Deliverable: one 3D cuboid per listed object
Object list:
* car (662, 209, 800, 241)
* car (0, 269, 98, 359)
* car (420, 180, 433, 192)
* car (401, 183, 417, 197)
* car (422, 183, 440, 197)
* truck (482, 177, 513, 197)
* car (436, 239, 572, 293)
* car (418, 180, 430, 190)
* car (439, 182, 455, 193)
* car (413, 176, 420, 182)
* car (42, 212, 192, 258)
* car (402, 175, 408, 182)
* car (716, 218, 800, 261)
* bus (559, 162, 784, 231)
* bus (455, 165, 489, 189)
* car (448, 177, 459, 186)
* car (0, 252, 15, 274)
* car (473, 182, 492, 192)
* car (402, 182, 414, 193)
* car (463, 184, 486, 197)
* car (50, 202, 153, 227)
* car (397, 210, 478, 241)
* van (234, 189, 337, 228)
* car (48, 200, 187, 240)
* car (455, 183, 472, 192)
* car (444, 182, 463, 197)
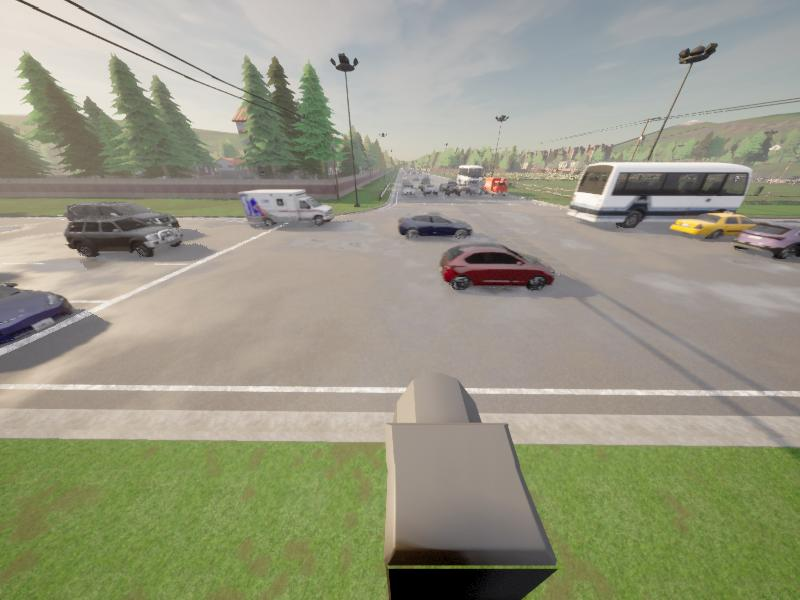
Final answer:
[{"bbox_3d":[20.847,-4.831,14.792,5.366,1.575,1.801,0,30,1],"label":"car"},{"bbox_3d":[-11.982,0.284,6.033,4.792,1.488,2.163,0,30,1],"label":"car"},{"bbox_3d":[4.840,-21.046,42.568,1.905,1.878,3.866,0,30,0],"label":"car"},{"bbox_3d":[1.309,-17.328,36.348,2.242,1.667,4.611,0,30,0],"label":"car"},{"bbox_3d":[4.803,-17.535,36.755,2.152,1.651,5.027,0,30,0],"label":"car"},{"bbox_3d":[15.314,-17.992,36.694,2.627,2.467,5.204,0,30,0],"label":"truck"},{"bbox_3d":[3.667,-1.378,8.918,4.193,1.474,1.816,0,30,1],"label":"car"},{"bbox_3d":[4.868,-24.178,48.353,2.038,1.542,4.974,0,30,0],"label":"car"},{"bbox_3d":[8.336,-20.342,41.702,1.882,1.535,5.008,0,30,0],"label":"car"},{"bbox_3d":[4.969,-36.473,69.810,1.994,1.385,4.181,0,30,0],"label":"car"},{"bbox_3d":[-14.309,-3.401,12.016,4.605,1.855,1.932,1,30,0],"label":"car"},{"bbox_3d":[1.481,-38.052,72.334,1.801,1.575,5.366,0,30,0],"label":"car"},{"bbox_3d":[20.270,-3.103,11.753,4.856,1.649,2.033,0,30,1],"label":"car"},{"bbox_3d":[18.937,-7.807,17.277,10.273,4.253,3.944,0,30,1],"label":"bus"},{"bbox_3d":[15.524,-27.360,51.123,3.944,4.253,10.273,1,30,0],"label":"bus"},{"bbox_3d":[13.438,-29.913,58.204,2.152,1.651,5.027,2,30,4],"label":"car"},{"bbox_3d":[-19.503,-1.526,9.122,4.514,1.525,2.007,0,30,1],"label":"car"},{"bbox_3d":[15.347,-21.159,43.286,1.994,1.385,4.181,0,30,0],"label":"car"},{"bbox_3d":[1.339,-20.637,42.224,2.007,1.525,4.514,0,30,0],"label":"car"},{"bbox_3d":[11.815,-17.697,37.146,2.128,1.511,4.902,0,30,0],"label":"car"},{"bbox_3d":[-23.328,-6.777,18.263,4.792,1.488,2.163,0,30,1],"label":"car"},{"bbox_3d":[2.218,-4.889,14.993,4.792,1.488,2.163,0,30,1],"label":"car"},{"bbox_3d":[-8.548,-7.107,17.886,6.366,2.431,2.351,0,30,1],"label":"van"},{"bbox_3d":[-17.968,-5.246,15.042,5.566,2.045,2.150,0,30,0],"label":"car"},{"bbox_3d":[11.845,-21.174,43.385,1.895,1.301,4.718,0,30,0],"label":"car"},{"bbox_3d":[8.311,-17.424,36.294,1.905,1.878,3.866,0,30,0],"label":"car"}]
